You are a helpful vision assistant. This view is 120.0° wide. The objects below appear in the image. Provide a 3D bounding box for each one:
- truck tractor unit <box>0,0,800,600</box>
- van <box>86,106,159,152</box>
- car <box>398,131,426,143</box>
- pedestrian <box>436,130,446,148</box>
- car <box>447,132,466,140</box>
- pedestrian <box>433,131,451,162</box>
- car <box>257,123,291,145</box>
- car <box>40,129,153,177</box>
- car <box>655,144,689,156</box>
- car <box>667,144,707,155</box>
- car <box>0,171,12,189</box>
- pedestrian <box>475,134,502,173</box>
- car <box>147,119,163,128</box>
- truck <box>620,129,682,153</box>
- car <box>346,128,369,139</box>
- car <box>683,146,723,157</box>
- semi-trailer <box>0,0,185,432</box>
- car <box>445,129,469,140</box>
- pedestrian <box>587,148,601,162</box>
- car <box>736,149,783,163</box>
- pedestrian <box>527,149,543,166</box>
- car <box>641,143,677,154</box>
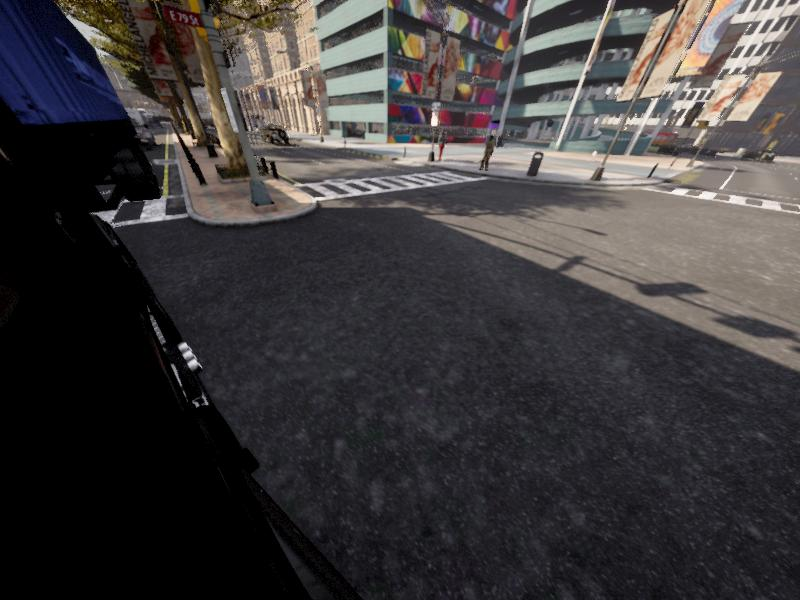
[{"bbox_3d":[-2.645,-0.295,0.351,6.516,4.208,3.053,28,44,30],"label":"truck tractor unit"},{"bbox_3d":[-21.114,-13.338,18.015,2.351,2.431,6.366,-24,44,-31],"label":"van"},{"bbox_3d":[1.977,-28.640,40.486,2.128,1.511,4.902,-24,44,-31],"label":"car"},{"bbox_3d":[5.293,-21.004,30.144,0.751,1.860,0.751,25,42,27],"label":"pedestrian"},{"bbox_3d":[14.938,-43.526,61.247,2.007,1.523,4.514,-24,44,-31],"label":"car"},{"bbox_3d":[3.157,-11.552,17.413,0.751,1.860,0.751,-15,41,-23],"label":"pedestrian"},{"bbox_3d":[-14.413,-18.958,26.395,1.932,1.855,4.605,-24,44,-31],"label":"car"},{"bbox_3d":[-14.179,-7.322,11.259,2.163,1.488,4.792,-22,43,-28],"label":"car"},{"bbox_3d":[49.723,-27.586,42.375,1.789,1.549,3.705,5,37,3],"label":"car"},{"bbox_3d":[60.123,-31.571,48.474,2.128,1.511,4.902,-2,37,-6],"label":"car"},{"bbox_3d":[-13.315,-3.451,5.819,1.932,1.855,4.605,-22,43,-30],"label":"car"},{"bbox_3d":[5.207,-8.643,13.673,0.751,1.860,0.751,-18,41,-25],"label":"pedestrian"},{"bbox_3d":[-51.152,-36.905,48.249,1.812,1.442,4.674,-24,44,-31],"label":"car"},{"bbox_3d":[55.759,-35.819,51.854,2.891,3.827,8.468,-8,38,-14],"label":"truck"},{"bbox_3d":[-8.416,-32.881,45.516,2.161,1.482,4.786,-24,44,-31],"label":"car"},{"bbox_3d":[56.785,-27.918,43.432,1.994,1.385,4.181,3,37,0],"label":"car"},{"bbox_3d":[-7.943,-4.040,4.838,2.717,4.402,14.254,-25,45,-32],"label":"semi-trailer"},{"bbox_3d":[14.989,-43.811,60.976,2.435,2.045,5.566,-24,44,-31],"label":"car"},{"bbox_3d":[18.571,-13.839,22.108,0.500,1.100,0.500,-18,41,-25],"label":"pedestrian"},{"bbox_3d":[55.102,-22.157,35.500,1.789,1.549,3.705,12,38,12],"label":"car"},{"bbox_3d":[10.272,-10.858,17.591,0.500,1.100,0.500,-12,39,-19],"label":"pedestrian"},{"bbox_3d":[53.196,-31.225,47.548,2.007,1.525,4.514,-2,37,-6],"label":"car"}]
